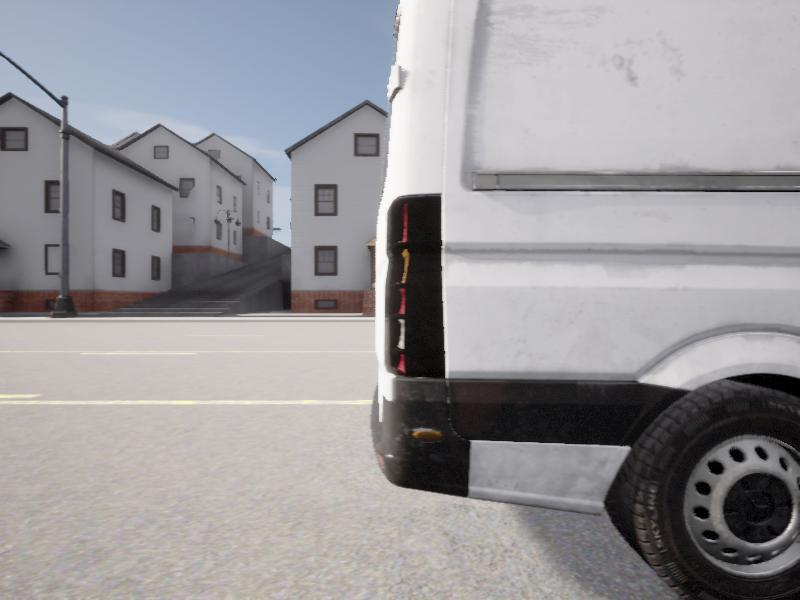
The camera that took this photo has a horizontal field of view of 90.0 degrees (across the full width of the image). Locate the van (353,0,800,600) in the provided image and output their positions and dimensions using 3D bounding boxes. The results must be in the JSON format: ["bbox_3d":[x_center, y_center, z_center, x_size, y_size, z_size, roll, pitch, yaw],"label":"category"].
[{"bbox_3d":[2.816,-0.278,2.198,5.915,2.561,1.988,0,0,0],"label":"van"}]
